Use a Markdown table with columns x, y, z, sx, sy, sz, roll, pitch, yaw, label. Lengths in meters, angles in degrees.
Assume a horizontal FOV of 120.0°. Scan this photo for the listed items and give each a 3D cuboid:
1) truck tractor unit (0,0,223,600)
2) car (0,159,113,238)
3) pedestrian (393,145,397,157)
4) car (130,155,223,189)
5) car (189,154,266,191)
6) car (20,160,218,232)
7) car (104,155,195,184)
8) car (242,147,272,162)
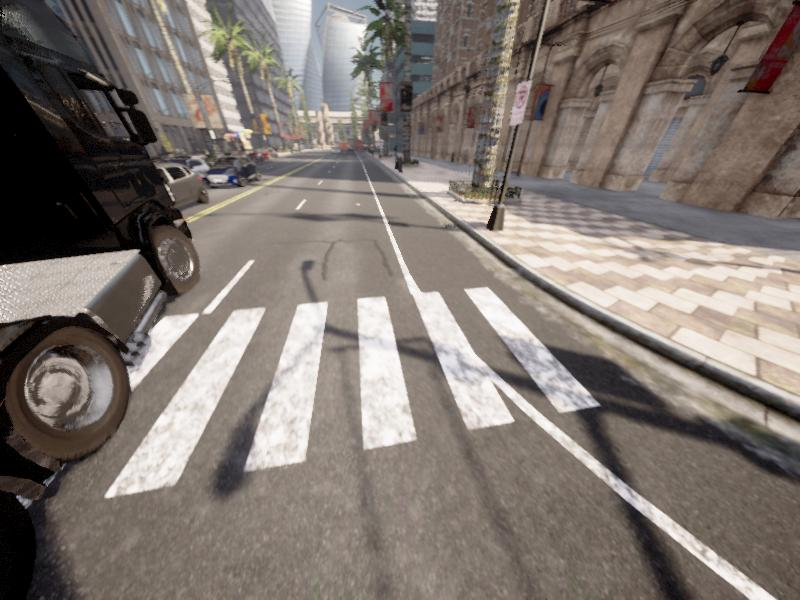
| x | y | z | sx | sy | sz | roll | pitch | yaw | label |
| --- | --- | --- | --- | --- | --- | --- | --- | --- | --- |
| -4.262 | -0.742 | 1.435 | 3.053 | 4.208 | 6.516 | -15 | 37 | -21 | truck tractor unit |
| -12.852 | -3.293 | 7.296 | 2.097 | 1.767 | 4.553 | -5 | 34 | -8 | car |
| -1.004 | -28.981 | 44.996 | 0.751 | 1.860 | 0.751 | -3 | 34 | -6 | pedestrian |
| -14.471 | -8.699 | 15.511 | 2.038 | 1.542 | 4.974 | -5 | 34 | -8 | car |
| -10.844 | -8.453 | 15.089 | 2.033 | 1.649 | 4.856 | -5 | 34 | -8 | car |
| -9.592 | -4.199 | 8.775 | 2.242 | 1.667 | 4.611 | -5 | 34 | -8 | car |
| -18.015 | -9.754 | 17.083 | 2.163 | 1.488 | 4.792 | -5 | 34 | -8 | car |
| -21.509 | -22.047 | 34.945 | 2.185 | 1.767 | 4.553 | -5 | 34 | -8 | car |
